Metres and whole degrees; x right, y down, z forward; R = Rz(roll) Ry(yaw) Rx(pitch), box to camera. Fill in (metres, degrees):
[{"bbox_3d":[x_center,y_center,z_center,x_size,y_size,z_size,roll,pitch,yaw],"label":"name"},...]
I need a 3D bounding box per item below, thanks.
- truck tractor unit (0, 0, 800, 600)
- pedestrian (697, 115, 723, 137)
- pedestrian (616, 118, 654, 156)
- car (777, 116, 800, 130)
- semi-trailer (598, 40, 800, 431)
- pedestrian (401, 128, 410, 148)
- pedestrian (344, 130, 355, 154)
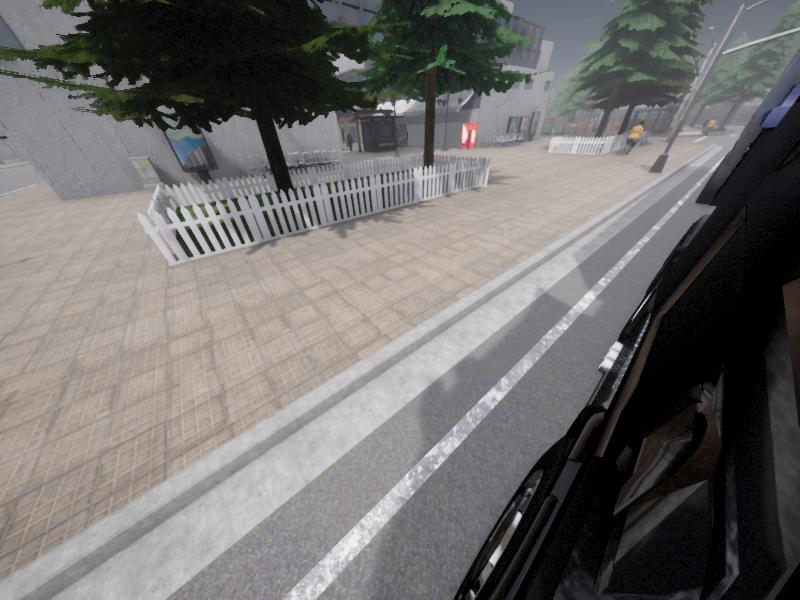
[{"bbox_3d":[2.645,-0.295,0.351,6.516,4.208,3.053,-28,44,-30],"label":"truck tractor unit"},{"bbox_3d":[34.165,-19.168,25.501,0.751,1.860,0.751,-15,38,-16],"label":"pedestrian"},{"bbox_3d":[14.559,-10.105,14.382,0.751,1.860,0.751,-17,39,-19],"label":"pedestrian"},{"bbox_3d":[51.331,-22.786,29.696,1.994,1.385,4.181,28,46,34],"label":"car"},{"bbox_3d":[8.678,-3.619,4.247,14.254,4.402,2.717,-28,44,-30],"label":"semi-trailer"},{"bbox_3d":[0.626,-18.990,27.013,0.751,1.860,0.751,-23,41,-25],"label":"pedestrian"},{"bbox_3d":[-4.960,-15.691,22.954,0.751,1.860,0.751,-6,37,-4],"label":"pedestrian"}]
